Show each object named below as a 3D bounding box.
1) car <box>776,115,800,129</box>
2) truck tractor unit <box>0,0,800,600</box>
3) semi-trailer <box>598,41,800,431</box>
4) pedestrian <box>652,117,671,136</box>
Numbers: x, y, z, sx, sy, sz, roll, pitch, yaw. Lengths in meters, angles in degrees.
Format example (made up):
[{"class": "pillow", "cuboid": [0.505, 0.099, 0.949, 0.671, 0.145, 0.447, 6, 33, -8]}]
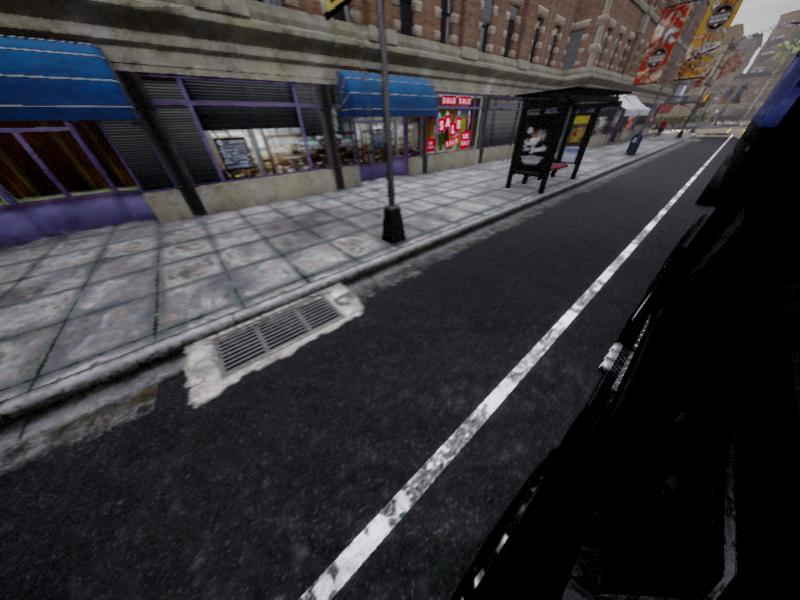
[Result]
[{"class": "car", "cuboid": [59.258, -25.763, 33.367, 2.038, 1.542, 4.974, -28, 44, -30]}, {"class": "truck tractor unit", "cuboid": [2.645, -0.295, 0.351, 6.516, 4.208, 3.053, -28, 44, -30]}, {"class": "semi-trailer", "cuboid": [8.691, -3.596, 4.254, 14.254, 4.402, 2.717, -28, 44, -30]}, {"class": "pedestrian", "cuboid": [32.544, -21.579, 28.794, 0.751, 1.860, 0.751, -27, 43, -29]}]
